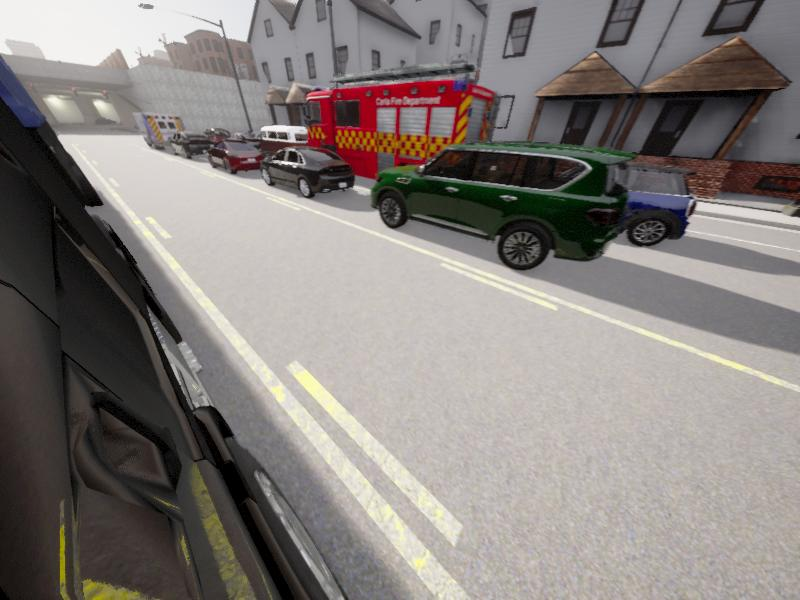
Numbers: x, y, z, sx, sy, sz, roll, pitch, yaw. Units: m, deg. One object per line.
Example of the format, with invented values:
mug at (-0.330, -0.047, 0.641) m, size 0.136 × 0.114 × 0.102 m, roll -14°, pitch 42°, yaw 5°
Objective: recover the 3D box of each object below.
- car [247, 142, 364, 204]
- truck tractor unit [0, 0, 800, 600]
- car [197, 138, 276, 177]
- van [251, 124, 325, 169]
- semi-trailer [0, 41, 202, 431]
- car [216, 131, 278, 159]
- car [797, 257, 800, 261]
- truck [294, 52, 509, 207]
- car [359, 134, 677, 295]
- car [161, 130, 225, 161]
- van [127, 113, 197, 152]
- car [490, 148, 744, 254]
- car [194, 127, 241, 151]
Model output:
car at (-3.845, -5.263, 9.256) m, size 4.892 × 1.490 × 1.837 m, roll 28°, pitch 44°, yaw 30°
truck tractor unit at (-2.645, -0.295, 0.351) m, size 6.516 × 4.208 × 3.053 m, roll 28°, pitch 44°, yaw 30°
car at (-8.918, -7.882, 12.581) m, size 4.181 × 1.385 × 1.994 m, roll 29°, pitch 44°, yaw 31°
van at (-7.271, -10.026, 15.001) m, size 4.480 × 2.038 × 2.069 m, roll 28°, pitch 44°, yaw 30°
semi-trailer at (-8.709, -3.580, 4.242) m, size 14.254 × 4.402 × 2.717 m, roll 28°, pitch 43°, yaw 30°
car at (-12.207, -12.419, 18.370) m, size 4.902 × 1.511 × 2.128 m, roll 28°, pitch 43°, yaw 30°
car at (11.105, -0.052, 3.225) m, size 5.357 × 1.411 × 2.033 m, roll 26°, pitch 43°, yaw 28°
truck at (-0.557, -7.208, 10.115) m, size 8.468 × 3.827 × 2.891 m, roll 28°, pitch 44°, yaw 30°
car at (1.805, -2.500, 5.411) m, size 5.566 × 2.045 × 2.150 m, roll 28°, pitch 43°, yaw 30°
car at (-14.702, -11.012, 16.342) m, size 4.892 × 1.490 × 1.837 m, roll 28°, pitch 43°, yaw 30°
van at (-20.579, -14.512, 19.917) m, size 6.366 × 2.431 × 2.351 m, roll 28°, pitch 43°, yaw 30°
car at (5.484, -3.173, 6.748) m, size 4.553 × 1.767 × 2.097 m, roll 28°, pitch 43°, yaw 30°
car at (-16.941, -14.973, 21.443) m, size 3.988 × 1.617 × 1.851 m, roll 28°, pitch 43°, yaw 30°
